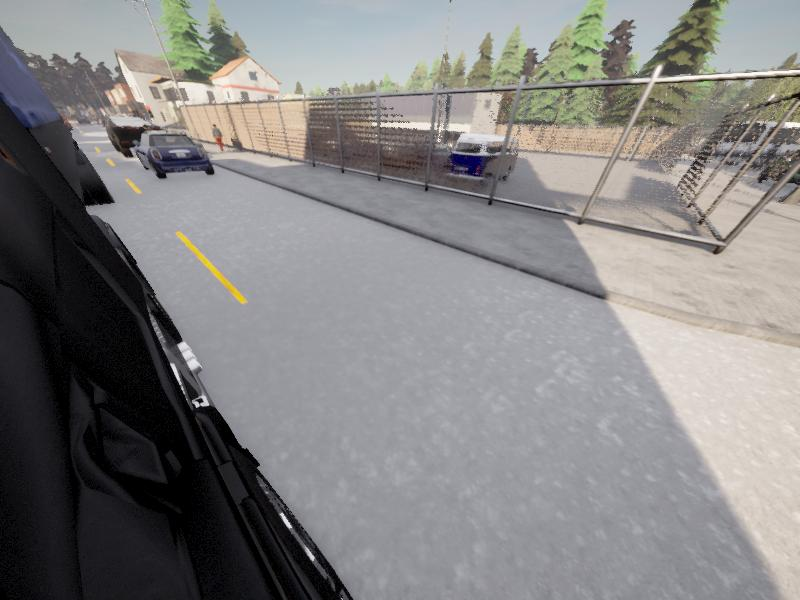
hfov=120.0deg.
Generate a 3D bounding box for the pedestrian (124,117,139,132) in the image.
[{"bbox_3d":[-41.723,-27.287,35.933,0.751,1.860,0.751,-27,46,-34],"label":"pedestrian"}]

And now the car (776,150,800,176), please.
[{"bbox_3d":[38.375,-12.761,21.632,1.905,1.878,3.866,29,44,31],"label":"car"}]

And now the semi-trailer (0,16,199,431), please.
[{"bbox_3d":[-8.580,-3.676,4.351,14.254,4.402,2.717,29,44,31],"label":"semi-trailer"}]

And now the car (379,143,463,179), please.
[{"bbox_3d":[1.390,-8.405,13.741,2.033,1.415,5.357,29,44,31],"label":"car"}]

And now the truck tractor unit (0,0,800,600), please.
[{"bbox_3d":[-2.645,-0.295,0.351,6.516,4.208,3.053,28,44,30],"label":"truck tractor unit"}]

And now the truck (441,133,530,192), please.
[{"bbox_3d":[4.262,-6.932,11.418,2.069,2.038,4.478,29,44,31],"label":"truck"}]

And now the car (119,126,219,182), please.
[{"bbox_3d":[-10.952,-7.072,10.968,4.553,1.767,2.097,29,44,31],"label":"car"}]

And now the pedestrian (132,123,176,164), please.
[{"bbox_3d":[-13.775,-8.777,12.987,0.751,1.860,0.751,18,39,20],"label":"pedestrian"}]

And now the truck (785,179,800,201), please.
[{"bbox_3d":[20.718,-5.162,9.820,2.627,2.467,5.204,29,44,31],"label":"truck"}]

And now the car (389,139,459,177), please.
[{"bbox_3d":[1.328,-8.626,13.913,3.705,1.547,1.789,29,44,31],"label":"car"}]

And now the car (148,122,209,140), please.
[{"bbox_3d":[-28.127,-21.557,29.495,5.238,1.638,1.930,-29,47,-35],"label":"car"}]

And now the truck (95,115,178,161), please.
[{"bbox_3d":[-17.915,-11.068,15.649,6.274,2.098,2.390,29,44,31],"label":"truck"}]

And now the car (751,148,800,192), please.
[{"bbox_3d":[25.978,-8.401,14.860,2.150,2.045,5.566,29,44,31],"label":"car"}]

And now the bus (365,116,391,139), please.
[{"bbox_3d":[-5.716,-43.741,58.510,3.944,4.253,10.273,-11,39,-14],"label":"bus"}]

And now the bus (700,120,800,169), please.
[{"bbox_3d":[43.019,-17.794,26.676,10.273,4.253,3.944,-2,35,-5],"label":"bus"}]

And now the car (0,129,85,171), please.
[{"bbox_3d":[-17.938,-7.604,11.601,4.181,1.385,1.994,29,44,31],"label":"car"}]

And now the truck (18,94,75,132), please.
[{"bbox_3d":[-51.756,-27.439,34.092,8.468,3.827,2.891,29,44,31],"label":"truck"}]

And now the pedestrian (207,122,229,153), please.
[{"bbox_3d":[-13.894,-12.398,17.674,0.751,1.860,0.751,-18,41,-26],"label":"pedestrian"}]
